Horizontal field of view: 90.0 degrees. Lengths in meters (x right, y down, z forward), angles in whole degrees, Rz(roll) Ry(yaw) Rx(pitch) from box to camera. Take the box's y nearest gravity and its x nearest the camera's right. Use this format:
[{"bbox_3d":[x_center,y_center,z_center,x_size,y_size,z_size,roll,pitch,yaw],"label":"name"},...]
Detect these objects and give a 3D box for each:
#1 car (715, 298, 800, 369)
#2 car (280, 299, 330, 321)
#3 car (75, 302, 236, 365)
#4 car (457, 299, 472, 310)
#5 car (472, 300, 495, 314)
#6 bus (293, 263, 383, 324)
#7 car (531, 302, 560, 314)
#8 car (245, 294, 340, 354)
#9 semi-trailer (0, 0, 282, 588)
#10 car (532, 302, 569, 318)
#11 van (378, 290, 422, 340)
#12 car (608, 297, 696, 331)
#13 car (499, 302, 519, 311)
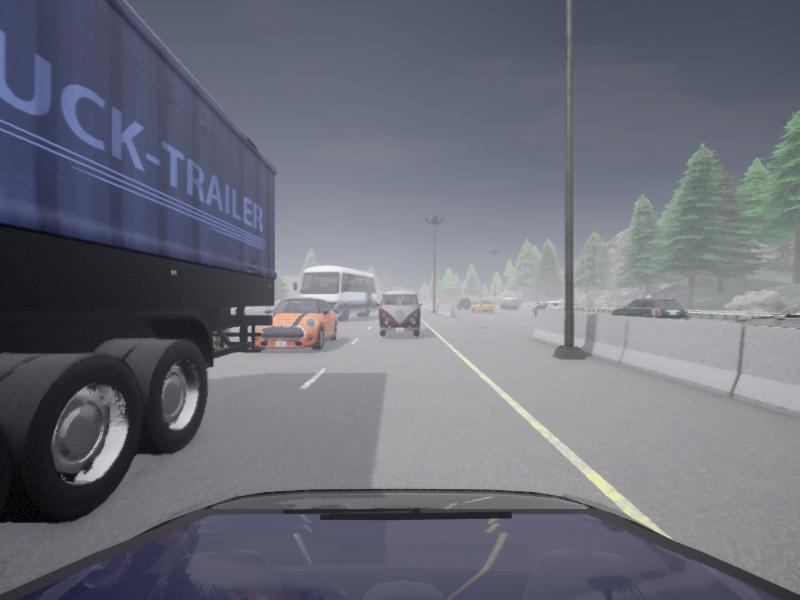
[{"bbox_3d":[10.497,0.790,9.462,2.152,1.651,5.027,0,0,0],"label":"car"},{"bbox_3d":[-7.796,0.796,33.372,2.242,1.667,4.611,0,0,12],"label":"car"},{"bbox_3d":[-7.003,0.835,12.276,1.882,1.535,5.008,0,0,0],"label":"car"},{"bbox_3d":[10.490,0.706,65.147,1.905,1.878,3.866,0,0,0],"label":"car"},{"bbox_3d":[10.495,0.849,50.839,1.801,1.575,5.366,0,0,0],"label":"car"},{"bbox_3d":[-4.672,-0.505,33.354,3.944,4.253,10.273,0,0,13],"label":"bus"},{"bbox_3d":[17.491,0.915,48.321,1.812,1.442,4.674,0,0,0],"label":"car"},{"bbox_3d":[-3.502,0.708,14.031,2.097,1.767,4.553,0,0,0],"label":"car"},{"bbox_3d":[-3.551,-0.620,0.422,2.717,4.402,14.254,0,0,0],"label":"semi-trailer"},{"bbox_3d":[13.994,0.888,37.414,1.970,1.475,3.806,0,0,0],"label":"car"},{"bbox_3d":[-0.003,0.617,18.223,1.775,1.987,4.442,0,0,0],"label":"van"},{"bbox_3d":[13.997,0.717,22.633,2.097,1.767,4.553,0,0,0],"label":"car"},{"bbox_3d":[17.490,1.003,64.483,1.895,1.301,4.718,0,0,0],"label":"car"}]
